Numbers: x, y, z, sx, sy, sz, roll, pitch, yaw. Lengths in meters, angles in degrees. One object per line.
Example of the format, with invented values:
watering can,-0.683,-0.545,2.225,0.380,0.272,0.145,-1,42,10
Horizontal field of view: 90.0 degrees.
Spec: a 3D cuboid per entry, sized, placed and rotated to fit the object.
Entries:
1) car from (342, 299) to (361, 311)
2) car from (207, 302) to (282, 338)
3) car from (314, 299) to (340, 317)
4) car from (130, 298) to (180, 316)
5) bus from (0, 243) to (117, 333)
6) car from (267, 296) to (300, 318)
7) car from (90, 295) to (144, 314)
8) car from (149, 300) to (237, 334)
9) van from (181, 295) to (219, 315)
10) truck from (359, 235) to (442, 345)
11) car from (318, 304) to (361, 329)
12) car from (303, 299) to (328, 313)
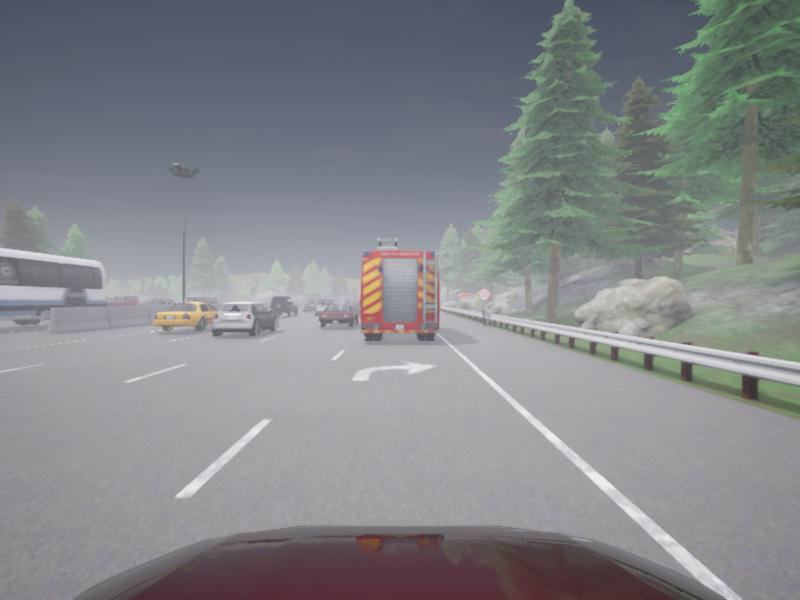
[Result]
car,-7.057,0.658,58.830,2.242,1.667,4.611,0,0,0
car,-7.006,0.822,18.490,1.970,1.475,3.806,0,0,0
car,-7.016,0.722,38.869,1.851,1.617,3.988,0,0,0
car,-24.518,0.688,40.229,2.242,1.667,4.611,0,0,0
bus,-20.889,-0.568,21.626,3.944,4.253,10.273,0,0,0
car,-10.515,0.583,36.348,1.905,1.878,3.866,0,0,0
car,-31.522,0.494,44.794,2.150,2.045,5.566,0,0,0
car,-10.509,0.766,20.829,1.801,1.575,5.366,0,0,0
van,-21.019,0.527,42.281,1.775,1.987,4.442,0,0,0
truck,-0.001,-0.351,18.152,2.891,3.827,8.468,0,0,0
car,-3.510,0.903,24.008,1.895,1.301,4.718,0,0,0
car,-10.531,0.670,50.120,2.242,1.667,4.611,0,0,0
